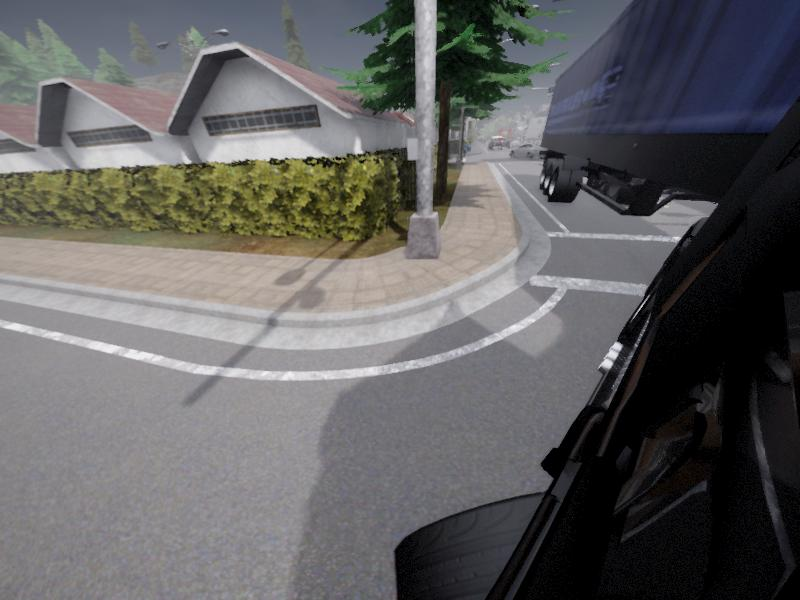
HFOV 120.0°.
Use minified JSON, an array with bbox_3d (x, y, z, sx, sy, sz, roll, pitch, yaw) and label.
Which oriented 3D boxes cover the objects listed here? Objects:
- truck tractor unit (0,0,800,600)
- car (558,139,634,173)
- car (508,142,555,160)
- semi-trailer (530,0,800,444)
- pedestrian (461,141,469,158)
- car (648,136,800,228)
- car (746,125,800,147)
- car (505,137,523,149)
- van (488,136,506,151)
[{"bbox_3d":[2.645,-0.295,0.351,6.516,4.208,3.053,-28,44,-30],"label":"truck tractor unit"},{"bbox_3d":[12.935,-9.870,15.713,2.128,1.511,4.902,6,37,13],"label":"car"},{"bbox_3d":[14.239,-16.486,25.485,1.812,1.442,4.674,-10,36,-9],"label":"car"},{"bbox_3d":[6.078,-4.498,5.864,2.717,4.402,14.254,9,37,18],"label":"semi-trailer"},{"bbox_3d":[8.589,-19.858,30.508,0.751,1.860,0.751,5,35,12],"label":"pedestrian"},{"bbox_3d":[10.148,-3.589,6.584,2.242,1.667,4.611,8,36,16],"label":"car"},{"bbox_3d":[38.852,-16.194,22.715,4.856,1.649,2.033,6,35,14],"label":"car"},{"bbox_3d":[22.173,-30.647,45.048,2.152,1.651,5.027,6,35,13],"label":"car"},{"bbox_3d":[17.349,-28.131,41.447,2.069,2.038,4.480,3,35,10],"label":"van"}]
